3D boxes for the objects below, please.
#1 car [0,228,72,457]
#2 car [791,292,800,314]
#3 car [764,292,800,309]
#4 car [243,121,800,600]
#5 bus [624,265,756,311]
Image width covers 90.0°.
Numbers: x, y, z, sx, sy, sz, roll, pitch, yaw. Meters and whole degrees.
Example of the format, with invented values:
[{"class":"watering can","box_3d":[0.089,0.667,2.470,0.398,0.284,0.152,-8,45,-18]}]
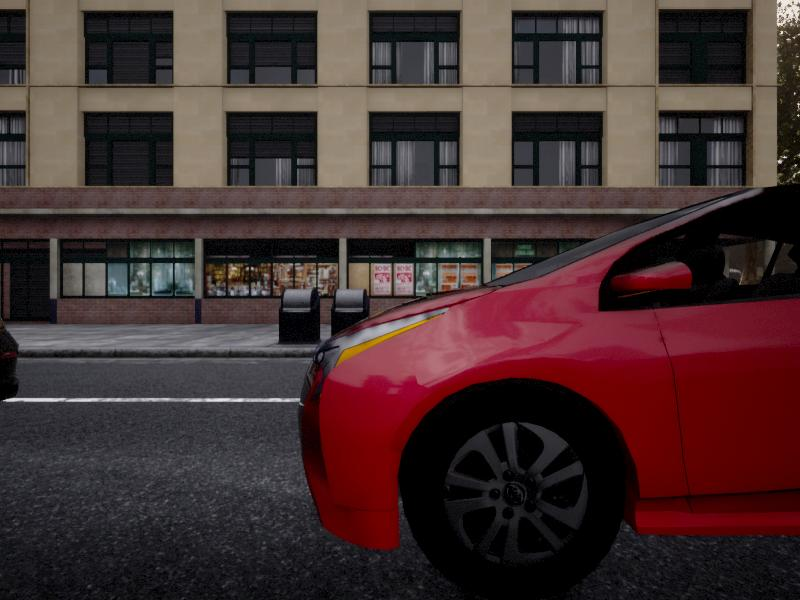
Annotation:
[{"class":"car","box_3d":[-4.859,0.270,2.172,4.674,1.442,1.812,0,0,0]},{"class":"car","box_3d":[29.894,0.201,26.977,1.801,1.575,5.366,0,0,-1]},{"class":"car","box_3d":[42.436,0.046,43.539,3.866,1.878,1.905,0,0,-1]},{"class":"car","box_3d":[1.791,0.228,2.195,4.514,1.525,2.007,0,0,0]},{"class":"bus","box_3d":[28.846,-1.140,40.228,10.273,4.253,3.944,1,0,0]}]
